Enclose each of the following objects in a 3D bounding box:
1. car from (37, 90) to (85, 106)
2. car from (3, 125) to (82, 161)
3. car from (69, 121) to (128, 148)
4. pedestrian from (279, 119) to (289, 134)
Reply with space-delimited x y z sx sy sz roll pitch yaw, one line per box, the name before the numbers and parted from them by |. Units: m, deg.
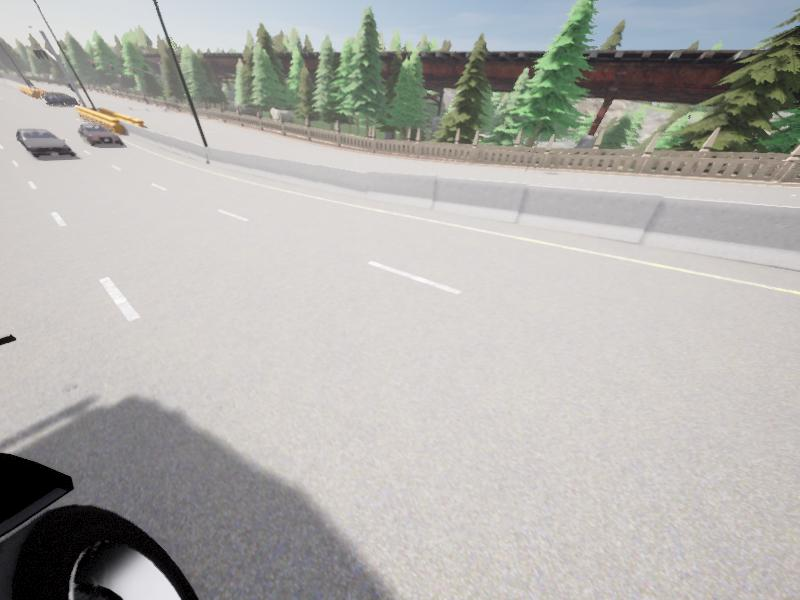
car | -57.434 -34.235 39.290 2.097 1.767 4.553 -4 40 -13
car | -24.503 -10.830 15.831 5.357 1.411 2.033 27 43 24
car | -26.068 -14.304 19.966 4.181 1.385 1.994 28 43 24
pedestrian | -18.657 -27.921 37.248 0.751 1.860 0.751 28 43 24
